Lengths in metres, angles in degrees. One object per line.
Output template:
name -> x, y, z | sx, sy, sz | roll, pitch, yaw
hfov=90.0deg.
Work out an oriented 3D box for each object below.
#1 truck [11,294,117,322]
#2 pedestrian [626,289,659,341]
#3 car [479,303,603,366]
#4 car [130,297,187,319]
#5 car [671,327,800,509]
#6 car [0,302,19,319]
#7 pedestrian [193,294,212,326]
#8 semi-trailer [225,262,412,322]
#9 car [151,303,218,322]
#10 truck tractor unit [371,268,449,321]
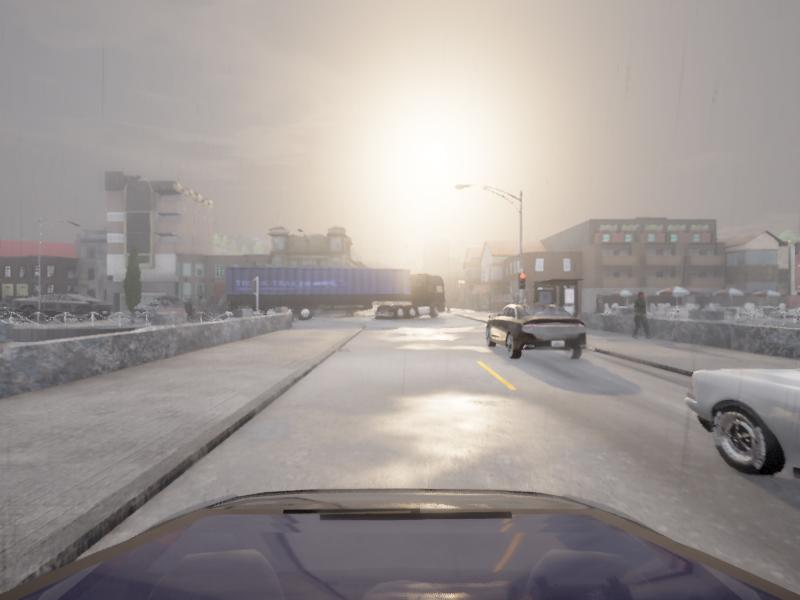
truck -> -26.137, 0.581, 31.299 | 6.274, 2.098, 2.390 | 0, 0, 0
pedestrian -> 8.949, 0.552, 14.798 | 0.751, 1.860, 0.751 | 0, 0, -4
car -> 3.910, 0.852, 12.201 | 2.128, 1.511, 4.902 | 0, 0, 1
car -> -21.232, 0.689, 35.303 | 3.866, 1.878, 1.905 | 0, 0, 0
car -> 4.001, 0.948, 2.151 | 1.895, 1.301, 4.718 | 0, 0, 0
car -> -36.487, 0.896, 35.306 | 3.806, 1.475, 1.970 | 0, 0, 0
pedestrian -> -11.497, 0.576, 23.270 | 0.751, 1.860, 0.751 | 0, 0, -2
semi-trailer -> -6.260, -0.580, 32.406 | 14.254, 4.402, 2.717 | 0, 0, -14
car -> -16.778, 0.946, 31.293 | 4.181, 1.385, 1.994 | 0, 0, 0
truck tractor unit -> 0.983, -0.457, 35.119 | 6.516, 4.208, 3.053 | 0, 0, -43
